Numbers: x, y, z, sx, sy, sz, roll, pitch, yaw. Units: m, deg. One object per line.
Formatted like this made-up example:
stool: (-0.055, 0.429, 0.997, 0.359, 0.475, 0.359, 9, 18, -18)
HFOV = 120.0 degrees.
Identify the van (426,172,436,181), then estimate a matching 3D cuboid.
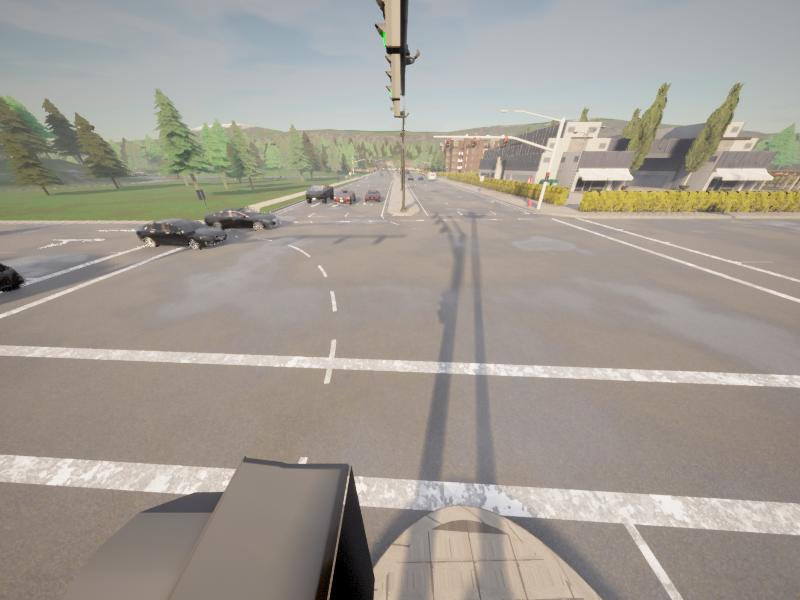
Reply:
van: (10.659, -42.364, 79.256, 2.351, 2.431, 6.366, 0, 30, 0)

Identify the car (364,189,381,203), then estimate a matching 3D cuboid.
car: (-3.720, -14.464, 31.989, 1.994, 1.385, 4.181, 0, 30, -1)

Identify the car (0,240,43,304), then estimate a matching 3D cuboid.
car: (-16.777, -0.806, 7.651, 5.566, 2.045, 2.150, 1, 30, 1)

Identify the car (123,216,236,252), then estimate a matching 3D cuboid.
car: (-12.905, -3.997, 13.732, 4.892, 1.490, 1.837, 4, 30, 7)

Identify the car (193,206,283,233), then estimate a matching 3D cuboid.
car: (-11.834, -6.065, 17.298, 4.902, 1.511, 2.128, -1, 30, -2)

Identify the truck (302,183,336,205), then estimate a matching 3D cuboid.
truck: (-10.710, -14.415, 31.174, 2.390, 2.098, 6.274, 0, 30, -1)

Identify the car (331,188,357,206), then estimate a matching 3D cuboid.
car: (-7.190, -13.642, 30.312, 2.152, 1.651, 5.027, 0, 30, -1)
